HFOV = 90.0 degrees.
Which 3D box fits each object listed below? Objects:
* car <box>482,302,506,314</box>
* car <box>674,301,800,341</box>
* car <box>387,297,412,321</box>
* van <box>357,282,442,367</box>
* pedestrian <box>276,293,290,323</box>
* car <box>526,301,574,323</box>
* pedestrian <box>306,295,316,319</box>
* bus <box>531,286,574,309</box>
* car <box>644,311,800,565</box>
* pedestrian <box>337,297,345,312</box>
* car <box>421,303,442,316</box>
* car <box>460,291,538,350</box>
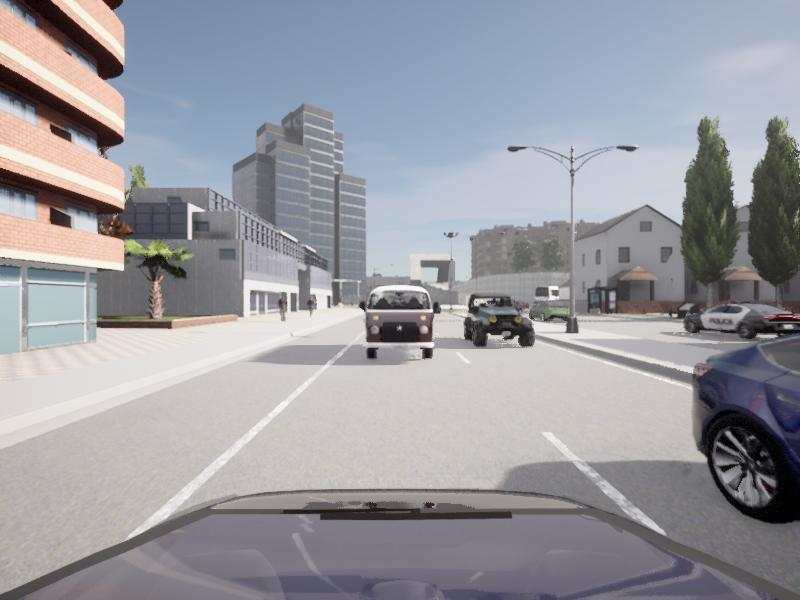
[{"bbox_3d":[11.632,0.933,49.674,2.033,1.411,5.357,0,0,4],"label":"car"},{"bbox_3d":[14.972,0.837,17.856,2.038,1.542,4.974,0,0,0],"label":"car"},{"bbox_3d":[-0.059,0.678,33.369,1.932,1.855,4.605,0,0,0],"label":"car"},{"bbox_3d":[-0.020,0.578,11.917,2.069,2.038,4.480,0,0,0],"label":"van"},{"bbox_3d":[-7.359,0.498,25.124,0.751,1.860,0.751,0,0,-7],"label":"pedestrian"},{"bbox_3d":[11.452,0.853,30.909,2.007,1.525,4.514,0,0,0],"label":"car"},{"bbox_3d":[-6.950,0.509,31.287,0.751,1.860,0.751,0,0,-7],"label":"pedestrian"},{"bbox_3d":[29.957,-0.478,78.265,10.273,4.253,3.944,0,0,-45],"label":"bus"},{"bbox_3d":[3.495,0.853,1.553,2.163,1.488,4.792,0,0,0],"label":"car"},{"bbox_3d":[-7.097,0.521,47.792,0.751,1.860,0.751,0,0,10],"label":"pedestrian"},{"bbox_3d":[3.390,0.978,43.631,1.895,1.301,4.718,0,0,-1],"label":"car"},{"bbox_3d":[3.477,0.657,14.789,1.905,1.878,3.866,0,0,0],"label":"car"}]
